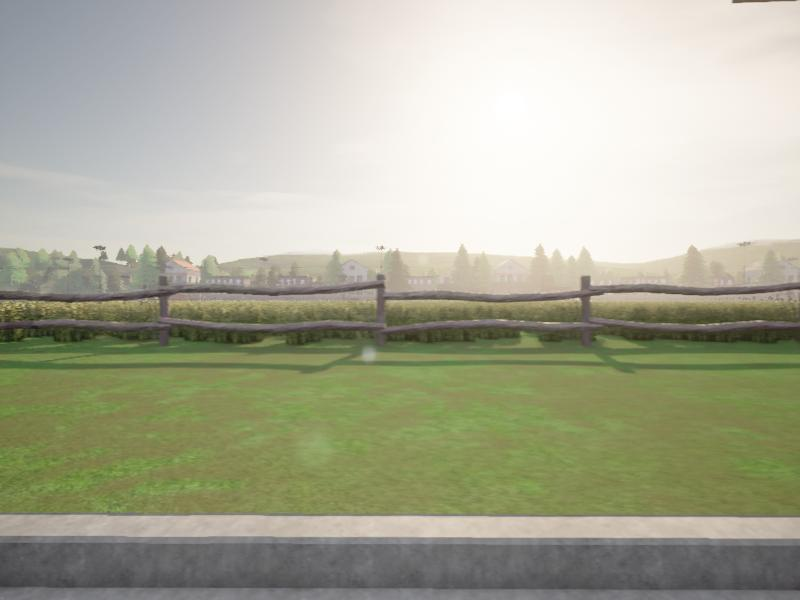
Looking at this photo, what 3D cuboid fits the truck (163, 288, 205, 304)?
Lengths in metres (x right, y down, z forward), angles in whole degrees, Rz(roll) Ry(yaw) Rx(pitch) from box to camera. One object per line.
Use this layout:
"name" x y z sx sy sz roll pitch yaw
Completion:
"truck" -51.553 -0.937 95.726 8.468 3.827 2.891 0 0 1

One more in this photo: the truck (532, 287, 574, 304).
"truck" 34.853 -0.913 91.369 8.468 3.827 2.891 0 0 1
